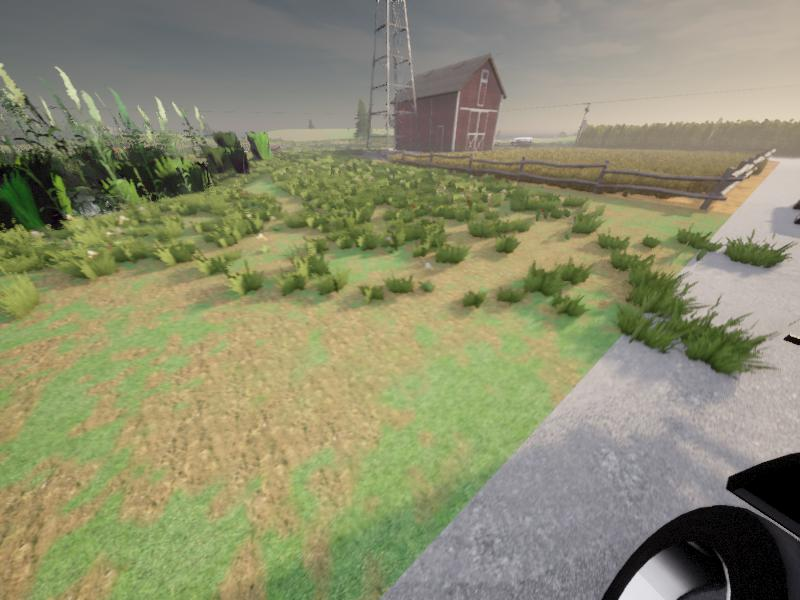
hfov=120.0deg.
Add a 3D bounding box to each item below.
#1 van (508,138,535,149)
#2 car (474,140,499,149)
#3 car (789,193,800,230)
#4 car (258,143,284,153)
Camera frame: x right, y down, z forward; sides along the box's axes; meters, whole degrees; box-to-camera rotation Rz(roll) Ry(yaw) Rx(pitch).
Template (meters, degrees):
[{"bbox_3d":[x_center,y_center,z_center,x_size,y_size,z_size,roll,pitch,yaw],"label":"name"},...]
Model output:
[{"bbox_3d":[26.516,-34.415,50.704,2.069,2.038,4.480,-22,41,-28],"label":"van"},{"bbox_3d":[20.052,-36.338,53.866,2.038,1.542,4.974,-22,41,-28],"label":"car"},{"bbox_3d":[13.931,-3.005,6.929,4.718,1.301,1.895,-23,41,-29],"label":"car"},{"bbox_3d":[-24.223,-28.642,43.413,3.806,1.475,1.970,-18,39,-23],"label":"car"}]
